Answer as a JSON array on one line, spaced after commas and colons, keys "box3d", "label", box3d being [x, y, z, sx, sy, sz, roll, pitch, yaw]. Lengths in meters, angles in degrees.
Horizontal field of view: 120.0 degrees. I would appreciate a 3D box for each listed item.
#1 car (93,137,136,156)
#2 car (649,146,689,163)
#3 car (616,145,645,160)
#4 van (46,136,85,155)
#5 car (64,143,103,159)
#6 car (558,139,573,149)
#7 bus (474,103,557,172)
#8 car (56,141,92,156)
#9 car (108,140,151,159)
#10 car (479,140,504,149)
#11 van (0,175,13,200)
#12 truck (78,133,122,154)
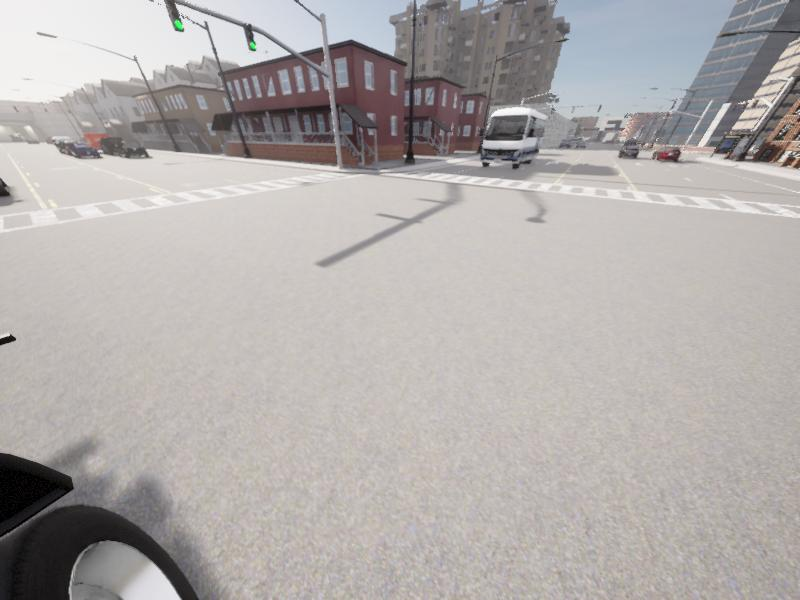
[{"box3d": [-38.915, -20.975, 31.493, 5.566, 2.045, 2.150, 22, 41, 28], "label": "car"}, {"box3d": [33.078, -18.129, 28.622, 2.163, 1.488, 4.792, 22, 41, 28], "label": "car"}, {"box3d": [31.671, -20.462, 31.890, 2.128, 1.511, 4.902, 22, 41, 28], "label": "car"}, {"box3d": [-48.361, -22.380, 33.407, 4.480, 2.038, 2.069, 23, 41, 27], "label": "van"}, {"box3d": [-37.577, -17.725, 27.423, 4.674, 1.442, 1.812, 22, 41, 28], "label": "car"}, {"box3d": [42.892, -40.412, 59.810, 2.150, 2.045, 5.566, 22, 41, 28], "label": "car"}, {"box3d": [11.164, -15.212, 21.881, 3.944, 4.253, 10.273, 22, 41, 28], "label": "bus"}, {"box3d": [-43.188, -20.092, 30.584, 3.988, 1.617, 1.851, 22, 41, 28], "label": "car"}, {"box3d": [-32.982, -18.462, 28.206, 4.553, 1.767, 2.097, 22, 41, 28], "label": "car"}, {"box3d": [20.952, -35.654, 52.944, 4.718, 1.301, 1.895, 25, 42, 25], "label": "car"}, {"box3d": [-19.643, -5.920, 9.910, 5.915, 2.561, 1.988, 22, 41, 28], "label": "van"}, {"box3d": [-45.481, -23.758, 35.017, 5.204, 2.467, 2.627, 23, 41, 29], "label": "truck"}]
